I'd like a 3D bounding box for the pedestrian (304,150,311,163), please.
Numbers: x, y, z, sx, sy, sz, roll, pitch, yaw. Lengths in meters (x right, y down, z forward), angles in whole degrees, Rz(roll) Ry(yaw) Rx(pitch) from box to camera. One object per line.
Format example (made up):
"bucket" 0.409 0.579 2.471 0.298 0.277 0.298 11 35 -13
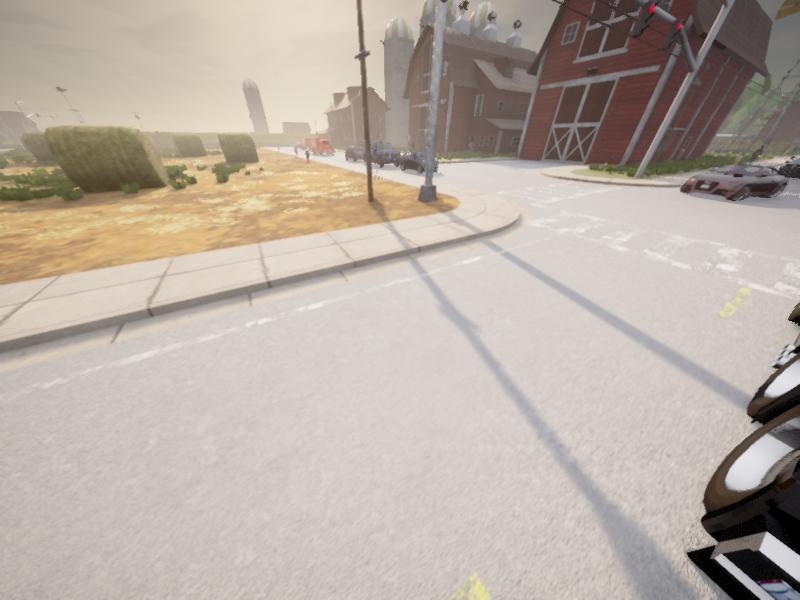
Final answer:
"pedestrian" -9.756 -15.158 24.383 0.500 1.100 0.500 -14 37 -19

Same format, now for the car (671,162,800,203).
"car" 16.265 -5.748 11.171 4.181 1.385 1.994 -8 36 -12

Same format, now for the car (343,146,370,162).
"car" -5.374 -17.949 28.338 1.789 1.549 3.705 -19 39 -25

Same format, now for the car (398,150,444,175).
"car" 1.600 -11.374 18.959 1.845 1.501 3.633 -19 39 -25

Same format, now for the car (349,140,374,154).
"car" -7.120 -28.277 42.592 3.866 1.878 1.905 8 41 14

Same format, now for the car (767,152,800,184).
"car" 28.415 -9.267 16.094 5.238 1.638 1.930 -18 39 -25

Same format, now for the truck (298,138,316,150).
"truck" -23.039 -38.800 57.362 2.627 2.467 5.204 -19 39 -25

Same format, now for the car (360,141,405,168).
"car" -1.917 -14.905 23.560 2.150 2.045 5.566 -19 39 -25

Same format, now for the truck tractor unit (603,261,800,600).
"truck tractor unit" 5.105 -0.307 0.788 6.516 4.208 3.053 -18 39 -24

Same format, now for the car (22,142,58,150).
"car" -82.447 -35.425 53.024 1.970 1.475 3.806 3 35 4

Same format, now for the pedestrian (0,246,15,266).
"pedestrian" -8.300 -1.359 3.921 0.751 1.860 0.751 1 35 1

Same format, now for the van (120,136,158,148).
"van" -69.010 -41.775 61.231 5.915 2.561 1.988 -18 39 -24

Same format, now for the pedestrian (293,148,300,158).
"pedestrian" -13.705 -19.481 30.564 0.500 1.100 0.500 -22 41 -29

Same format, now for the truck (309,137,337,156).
"truck" -12.696 -25.218 37.907 2.627 2.467 5.204 -19 39 -25
